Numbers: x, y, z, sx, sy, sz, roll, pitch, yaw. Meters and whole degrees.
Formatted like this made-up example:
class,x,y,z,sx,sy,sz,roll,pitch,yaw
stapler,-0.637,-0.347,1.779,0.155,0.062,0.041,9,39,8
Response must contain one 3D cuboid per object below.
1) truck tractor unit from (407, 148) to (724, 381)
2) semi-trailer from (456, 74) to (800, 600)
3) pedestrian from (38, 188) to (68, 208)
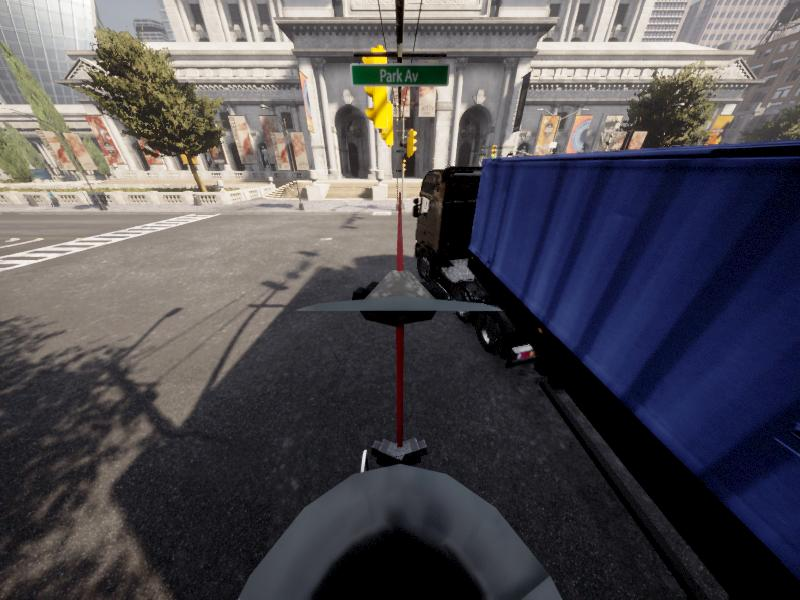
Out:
class,x,y,z,sx,sy,sz,roll,pitch,yaw
truck tractor unit,2.671,-1.862,6.997,3.053,4.208,6.516,-8,31,-14
semi-trailer,3.511,1.973,0.169,2.717,4.402,14.254,-1,30,-3
pedestrian,-36.842,-10.830,24.551,0.751,1.860,0.751,2,30,4
